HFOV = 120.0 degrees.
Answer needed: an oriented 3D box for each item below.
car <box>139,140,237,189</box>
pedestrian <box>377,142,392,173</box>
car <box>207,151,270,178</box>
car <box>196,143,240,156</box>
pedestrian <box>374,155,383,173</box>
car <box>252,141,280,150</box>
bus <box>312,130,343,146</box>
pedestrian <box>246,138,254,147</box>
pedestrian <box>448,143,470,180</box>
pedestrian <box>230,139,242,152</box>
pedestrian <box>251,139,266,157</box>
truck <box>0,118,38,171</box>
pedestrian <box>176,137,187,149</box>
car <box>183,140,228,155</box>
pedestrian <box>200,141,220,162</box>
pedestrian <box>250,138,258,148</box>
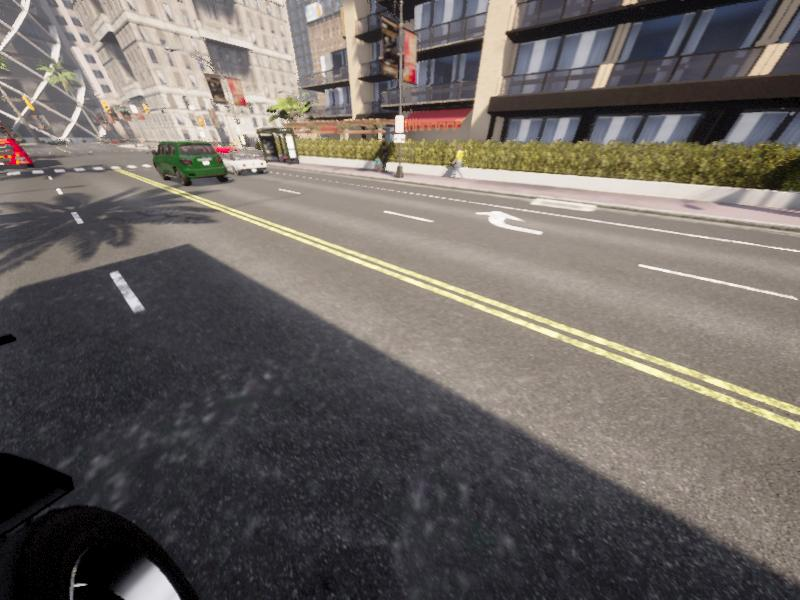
[{"bbox_3d":[-12.390,-8.052,13.480,5.566,2.045,2.150,23,41,28],"label":"car"},{"bbox_3d":[-1.120,-10.376,16.783,0.751,1.860,0.751,-29,45,-35],"label":"pedestrian"},{"bbox_3d":[-11.888,-10.041,16.975,4.718,1.301,1.895,24,41,29],"label":"car"},{"bbox_3d":[-26.068,-21.696,33.219,4.514,1.525,2.007,-29,45,-35],"label":"car"},{"bbox_3d":[-1.554,-9.797,16.613,0.500,1.100,0.500,-11,37,-15],"label":"pedestrian"},{"bbox_3d":[-29.015,-33.596,50.172,1.837,1.490,4.892,23,41,29],"label":"car"},{"bbox_3d":[-25.064,-56.116,79.919,10.273,4.253,3.944,23,41,29],"label":"bus"},{"bbox_3d":[-36.238,-38.053,55.813,0.751,1.860,0.751,21,40,27],"label":"pedestrian"},{"bbox_3d":[3.572,-8.387,14.004,0.751,1.860,0.751,24,41,30],"label":"pedestrian"},{"bbox_3d":[-27.551,-25.953,38.749,0.751,1.860,0.751,14,37,18],"label":"pedestrian"},{"bbox_3d":[-17.868,-19.211,29.175,0.751,1.860,0.751,10,36,13],"label":"pedestrian"},{"bbox_3d":[-33.533,-12.985,18.713,8.468,3.827,2.891,24,41,29],"label":"truck"},{"bbox_3d":[-43.176,-30.989,45.662,0.751,1.860,0.751,11,36,14],"label":"pedestrian"},{"bbox_3d":[-29.183,-22.940,34.721,4.553,1.767,2.097,-29,45,-35],"label":"car"},{"bbox_3d":[-20.086,-15.710,24.424,0.751,1.860,0.751,22,40,27],"label":"pedestrian"},{"bbox_3d":[-34.192,-36.860,54.138,0.751,1.860,0.751,18,39,23],"label":"pedestrian"}]
